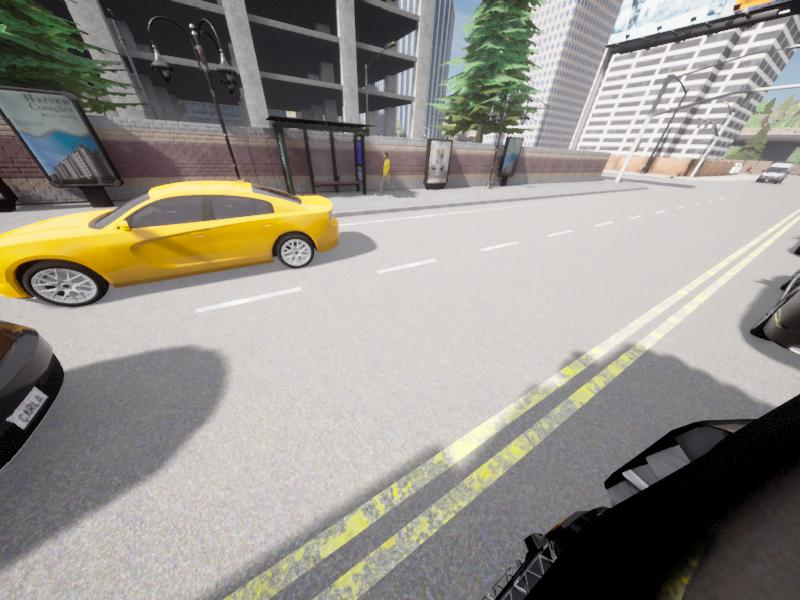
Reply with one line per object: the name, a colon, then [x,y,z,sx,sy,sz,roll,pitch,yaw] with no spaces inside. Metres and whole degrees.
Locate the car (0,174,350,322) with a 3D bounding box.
car: [-3.724,-1.390,4.363,5.008,1.535,1.882,-16,38,-26]

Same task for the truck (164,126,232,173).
truck: [-14.207,-10.929,16.786,2.615,2.467,5.204,-16,38,-26]

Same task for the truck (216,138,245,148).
truck: [-48.150,-44.740,65.701,6.274,2.098,2.390,-16,38,-26]

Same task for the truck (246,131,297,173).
truck: [-10.482,-11.993,18.676,2.615,2.467,5.204,-16,38,-26]

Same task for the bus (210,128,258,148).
bus: [-48.603,-47.658,68.109,10.273,4.253,3.944,-16,38,-26]

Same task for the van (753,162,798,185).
van: [54.639,-18.405,33.596,5.915,2.561,1.988,-16,38,-26]

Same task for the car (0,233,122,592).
car: [-4.771,1.161,0.479,4.892,1.490,1.837,-16,38,-26]

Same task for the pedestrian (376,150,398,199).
pedestrian: [-0.589,-5.530,10.229,0.751,1.860,0.751,-8,35,-16]

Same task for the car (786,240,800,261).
car: [13.676,-1.922,6.389,4.611,1.667,2.242,-16,38,-26]

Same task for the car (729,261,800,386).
car: [7.289,-0.095,3.171,5.238,1.638,1.930,-16,38,-26]
